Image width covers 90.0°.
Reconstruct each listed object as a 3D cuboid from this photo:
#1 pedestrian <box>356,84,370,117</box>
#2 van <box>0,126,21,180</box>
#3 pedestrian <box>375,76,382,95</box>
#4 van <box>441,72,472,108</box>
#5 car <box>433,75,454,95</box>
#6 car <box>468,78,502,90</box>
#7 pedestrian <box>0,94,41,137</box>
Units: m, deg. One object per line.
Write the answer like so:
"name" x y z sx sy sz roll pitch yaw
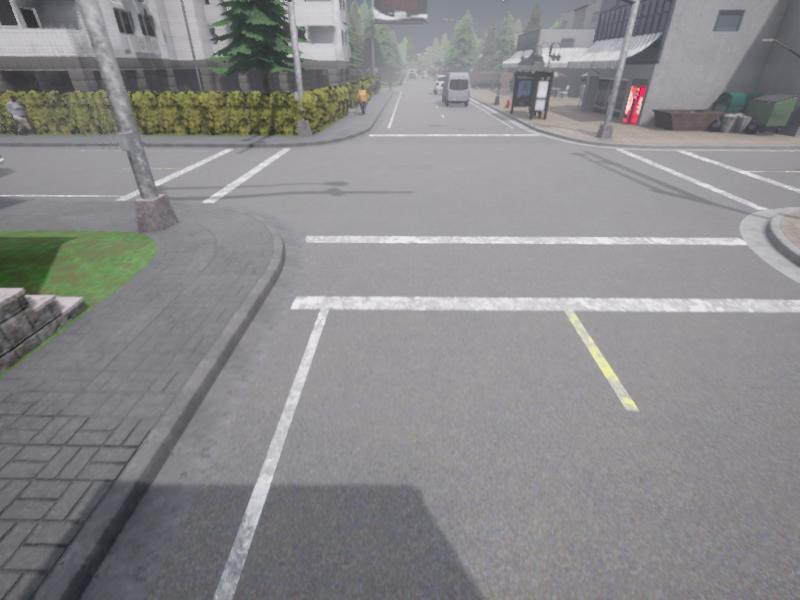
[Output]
"pedestrian" -2.410 -12.895 25.856 0.751 1.860 0.751 -5 31 -9
"van" -15.403 -4.806 12.514 4.480 2.038 2.069 2 30 0
"pedestrian" -2.469 -24.777 46.174 0.751 1.860 0.751 1 30 2
"van" 4.991 -19.069 36.099 1.988 2.561 5.915 1 31 1
"car" 5.369 -26.778 49.766 2.150 2.045 5.566 1 30 2
"car" 13.495 -34.363 63.627 4.892 1.490 1.837 1 30 2
"pedestrian" -18.776 -9.101 19.711 0.751 1.860 0.751 0 30 0
